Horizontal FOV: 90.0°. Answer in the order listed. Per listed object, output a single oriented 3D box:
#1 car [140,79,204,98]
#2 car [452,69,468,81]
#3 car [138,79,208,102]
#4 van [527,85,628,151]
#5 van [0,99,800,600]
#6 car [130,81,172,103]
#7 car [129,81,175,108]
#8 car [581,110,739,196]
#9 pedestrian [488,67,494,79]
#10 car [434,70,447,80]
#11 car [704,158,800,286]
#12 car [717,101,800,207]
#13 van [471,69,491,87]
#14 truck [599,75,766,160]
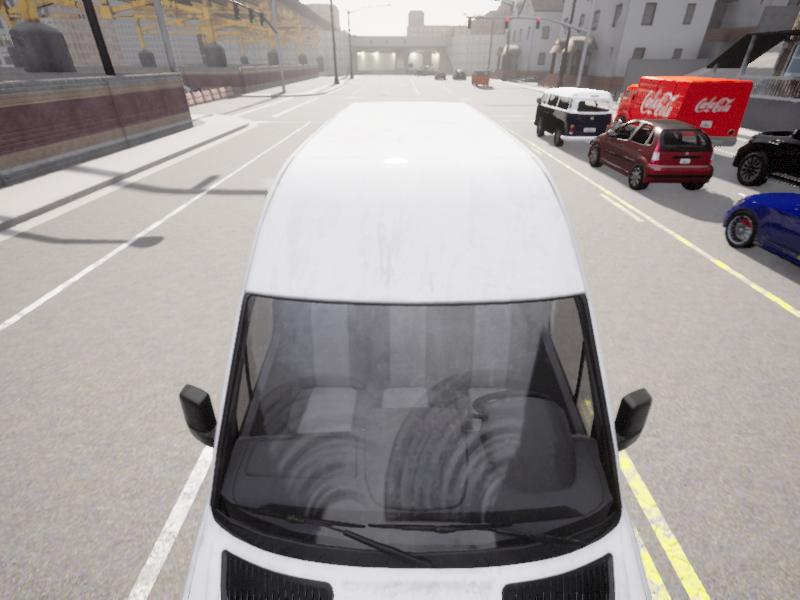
[{"bbox_3d":[-20.009,-18.785,35.390,1.853,1.218,4.536,16,34,24],"label":"car"},{"bbox_3d":[10.971,-41.562,73.850,2.242,1.667,4.611,0,31,0],"label":"car"},{"bbox_3d":[-19.985,-18.673,35.510,2.038,1.542,4.974,16,34,24],"label":"car"},{"bbox_3d":[7.144,-7.730,16.760,2.069,2.038,4.480,0,31,0],"label":"van"},{"bbox_3d":[0.080,-0.041,3.416,1.988,2.561,5.915,0,31,0],"label":"van"},{"bbox_3d":[-19.252,-16.075,30.855,1.853,1.218,4.536,-21,37,-30],"label":"car"},{"bbox_3d":[-19.221,-15.918,30.900,2.038,1.542,4.974,-21,37,-30],"label":"car"},{"bbox_3d":[7.114,-4.393,11.599,1.851,1.617,3.988,0,31,0],"label":"car"},{"bbox_3d":[16.477,-41.178,72.556,0.751,1.860,0.751,-1,31,-1],"label":"pedestrian"},{"bbox_3d":[7.472,-41.624,74.043,2.007,1.525,4.514,0,31,0],"label":"car"},{"bbox_3d":[7.069,-0.803,5.752,1.812,1.442,4.674,0,31,0],"label":"car"},{"bbox_3d":[10.577,-3.147,9.086,2.150,2.045,5.566,0,31,0],"label":"car"},{"bbox_3d":[10.869,-30.096,54.235,1.775,1.987,4.442,0,31,0],"label":"van"},{"bbox_3d":[10.516,-7.364,15.729,2.627,2.467,5.204,1,31,1],"label":"truck"}]
